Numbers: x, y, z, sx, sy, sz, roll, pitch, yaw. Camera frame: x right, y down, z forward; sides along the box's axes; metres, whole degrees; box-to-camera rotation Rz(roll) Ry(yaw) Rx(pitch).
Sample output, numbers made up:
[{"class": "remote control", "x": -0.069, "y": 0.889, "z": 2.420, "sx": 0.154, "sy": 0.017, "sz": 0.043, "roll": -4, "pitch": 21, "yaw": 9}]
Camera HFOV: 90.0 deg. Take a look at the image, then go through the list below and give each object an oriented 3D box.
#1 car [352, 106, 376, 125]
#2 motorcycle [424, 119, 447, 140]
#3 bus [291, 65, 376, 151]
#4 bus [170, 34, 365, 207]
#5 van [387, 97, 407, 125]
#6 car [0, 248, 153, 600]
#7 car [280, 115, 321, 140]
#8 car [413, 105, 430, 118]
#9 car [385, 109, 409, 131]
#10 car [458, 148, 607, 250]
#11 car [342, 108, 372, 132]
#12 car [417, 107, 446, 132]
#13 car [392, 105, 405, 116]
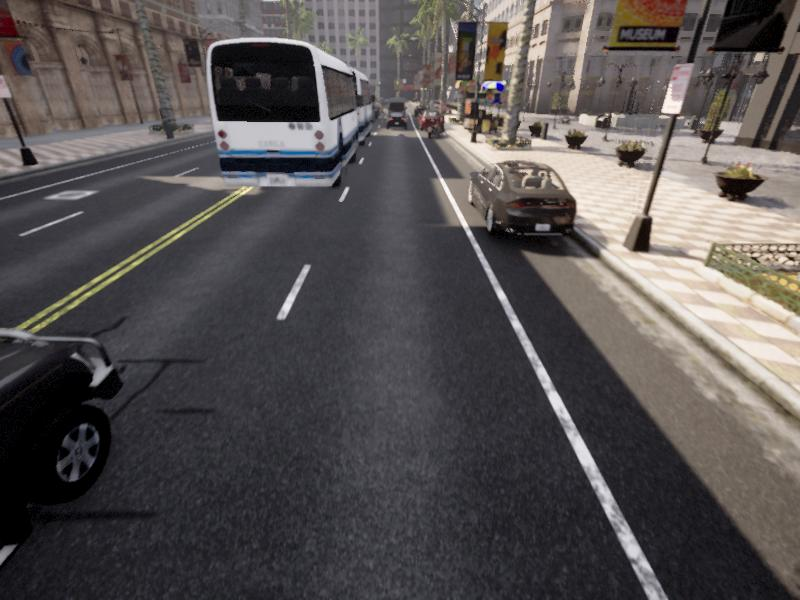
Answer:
[{"class": "car", "x": -3.822, "y": -20.020, "z": 43.314, "sx": 2.152, "sy": 1.651, "sz": 5.027, "roll": 1, "pitch": 27, "yaw": 0}, {"class": "motorcycle", "x": 2.706, "y": -12.896, "z": 30.136, "sx": 0.764, "sy": 1.277, "sz": 2.356, "roll": 15, "pitch": 31, "yaw": 26}, {"class": "bus", "x": -3.826, "y": -12.823, "z": 26.590, "sx": 3.944, "sy": 4.253, "sz": 10.273, "roll": 0, "pitch": 27, "yaw": -1}, {"class": "bus", "x": -3.730, "y": -7.003, "z": 15.376, "sx": 3.944, "sy": 4.253, "sz": 10.273, "roll": 0, "pitch": 27, "yaw": -1}, {"class": "van", "x": -0.306, "y": -20.932, "z": 44.138, "sx": 1.988, "sy": 2.561, "sz": 5.915, "roll": 1, "pitch": 27, "yaw": 0}, {"class": "car", "x": -3.511, "y": 1.459, "z": 1.648, "sx": 1.932, "sy": 1.855, "sz": 4.605, "roll": 0, "pitch": 27, "yaw": 0}, {"class": "car", "x": -7.233, "y": -12.806, "z": 29.628, "sx": 1.994, "sy": 1.385, "sz": 4.181, "roll": 0, "pitch": 27, "yaw": -1}, {"class": "car", "x": 2.944, "y": -26.512, "z": 56.101, "sx": 2.163, "sy": 1.488, "sz": 4.792, "roll": 0, "pitch": 27, "yaw": -1}, {"class": "car", "x": -0.293, "y": -17.015, "z": 37.684, "sx": 2.038, "sy": 1.542, "sz": 4.974, "roll": 0, "pitch": 27, "yaw": -1}, {"class": "car", "x": 3.014, "y": -2.892, "z": 10.521, "sx": 2.231, "sy": 1.521, "sz": 4.892, "roll": 0, "pitch": 27, "yaw": -1}, {"class": "car", "x": -3.794, "y": -16.253, "z": 36.056, "sx": 2.152, "sy": 1.651, "sz": 5.027, "roll": 0, "pitch": 27, "yaw": -1}, {"class": "car", "x": 2.804, "y": -16.536, "z": 36.535, "sx": 2.185, "sy": 1.767, "sz": 4.553, "roll": 0, "pitch": 27, "yaw": -1}, {"class": "car", "x": -0.234, "y": -28.249, "z": 59.588, "sx": 1.895, "sy": 1.301, "sz": 4.718, "roll": 0, "pitch": 27, "yaw": 0}]
